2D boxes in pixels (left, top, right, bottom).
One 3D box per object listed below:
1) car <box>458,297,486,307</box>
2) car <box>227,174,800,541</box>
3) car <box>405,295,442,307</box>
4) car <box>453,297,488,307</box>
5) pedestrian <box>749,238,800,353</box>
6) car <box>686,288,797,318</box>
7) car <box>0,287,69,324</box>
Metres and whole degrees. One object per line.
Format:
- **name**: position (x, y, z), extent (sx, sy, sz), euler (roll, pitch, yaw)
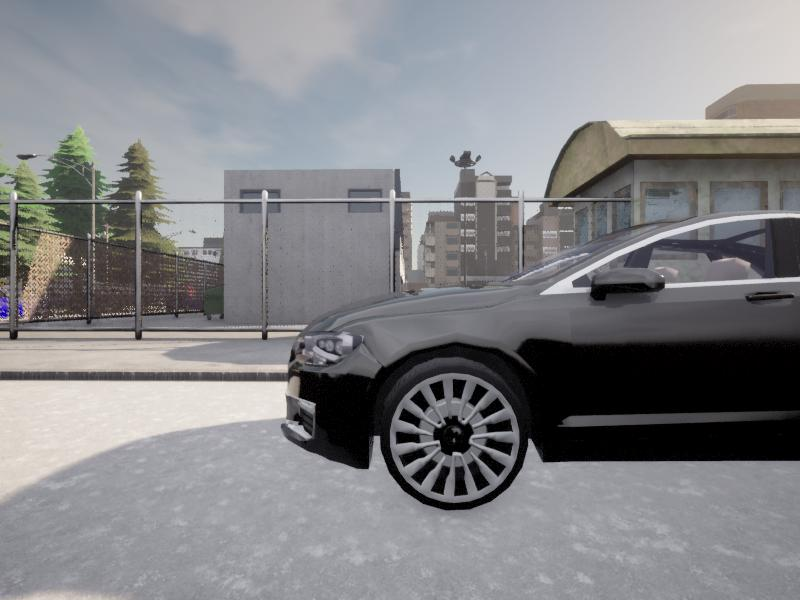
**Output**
- **car**: position (10.784, 0.253, 60.073), extent (3.806, 1.475, 1.970), euler (0, 0, 1)
- **car**: position (1.742, 0.236, 2.706), extent (4.902, 1.511, 2.128), euler (0, 0, 1)
- **car**: position (3.273, 0.171, 56.275), extent (5.238, 1.638, 1.930), euler (0, 0, 2)
- **car**: position (9.808, 0.270, 56.091), extent (4.674, 1.442, 1.812), euler (0, 0, 1)
- **pedestrian**: position (6.620, -0.067, 6.826), extent (0.751, 1.860, 0.751), euler (0, 0, 14)
- **car**: position (17.629, 0.159, 20.794), extent (4.193, 1.474, 1.816), euler (0, 0, 1)
- **car**: position (-17.301, 0.228, 17.427), extent (2.007, 1.525, 4.514), euler (0, 0, 1)
